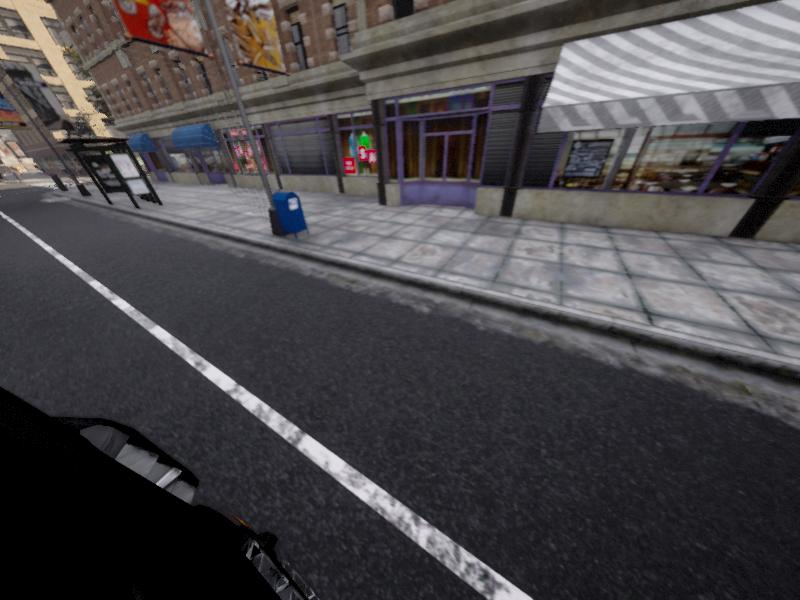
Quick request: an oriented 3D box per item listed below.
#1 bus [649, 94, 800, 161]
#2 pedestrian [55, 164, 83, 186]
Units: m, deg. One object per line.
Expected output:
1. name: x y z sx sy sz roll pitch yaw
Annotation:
1. bus: 30.366 -14.804 20.187 10.273 4.253 3.944 16 38 26
2. pedestrian: -33.809 -12.773 23.627 0.751 1.860 0.751 16 38 26
